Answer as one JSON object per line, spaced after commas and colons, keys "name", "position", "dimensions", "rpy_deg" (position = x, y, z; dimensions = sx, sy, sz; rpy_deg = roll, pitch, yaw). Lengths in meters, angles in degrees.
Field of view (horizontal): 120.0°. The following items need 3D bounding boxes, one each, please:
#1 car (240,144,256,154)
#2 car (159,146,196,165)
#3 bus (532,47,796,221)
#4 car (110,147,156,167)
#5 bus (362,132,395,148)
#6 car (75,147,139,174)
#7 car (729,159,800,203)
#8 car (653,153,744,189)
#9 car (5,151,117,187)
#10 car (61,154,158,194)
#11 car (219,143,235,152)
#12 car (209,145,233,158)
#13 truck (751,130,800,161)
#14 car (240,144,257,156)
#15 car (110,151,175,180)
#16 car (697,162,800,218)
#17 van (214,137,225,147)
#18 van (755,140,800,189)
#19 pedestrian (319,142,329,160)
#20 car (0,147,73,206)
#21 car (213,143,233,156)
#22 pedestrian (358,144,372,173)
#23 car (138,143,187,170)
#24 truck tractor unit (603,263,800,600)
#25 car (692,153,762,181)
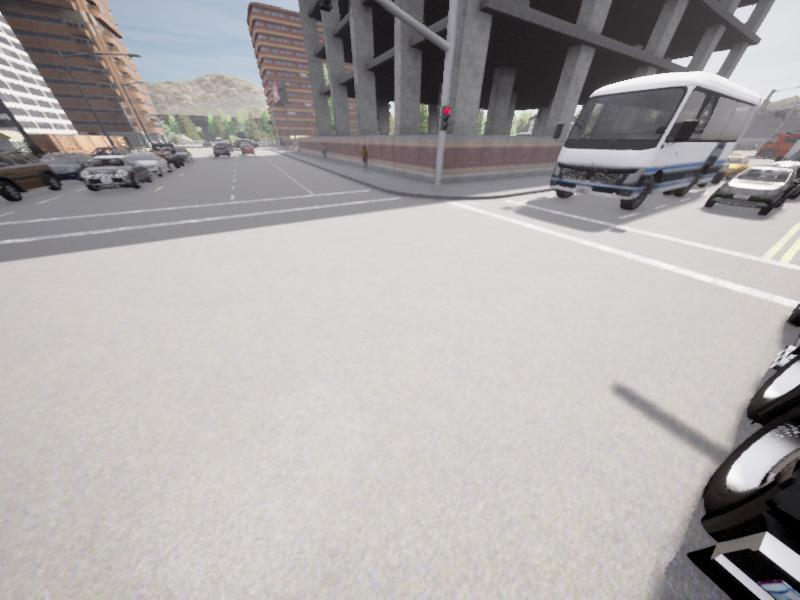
{"name": "car", "position": [-27.682, -27.447, 41.956], "dimensions": [1.970, 1.475, 3.806], "rpy_deg": [-18, 39, -24]}
{"name": "car", "position": [-24.428, -16.074, 25.598], "dimensions": [1.837, 1.490, 4.892], "rpy_deg": [-18, 39, -24]}
{"name": "bus", "position": [11.705, -6.987, 10.483], "dimensions": [10.273, 4.253, 3.944], "rpy_deg": [-18, 39, -24]}
{"name": "car", "position": [-27.102, -14.723, 23.641], "dimensions": [1.816, 1.474, 4.193], "rpy_deg": [-18, 39, -24]}
{"name": "bus", "position": [-6.986, -53.979, 77.945], "dimensions": [10.273, 4.253, 3.944], "rpy_deg": [-18, 39, -24]}
{"name": "car", "position": [-24.057, -11.695, 19.197], "dimensions": [1.851, 1.617, 3.988], "rpy_deg": [-18, 39, -24]}
{"name": "car", "position": [20.145, -6.383, 12.107], "dimensions": [4.902, 1.511, 2.128], "rpy_deg": [-18, 39, -24]}
{"name": "car", "position": [19.306, -8.484, 14.983], "dimensions": [4.611, 1.667, 2.242], "rpy_deg": [-18, 39, -25]}
{"name": "car", "position": [-20.871, -8.429, 14.640], "dimensions": [2.163, 1.488, 4.792], "rpy_deg": [-18, 39, -24]}
{"name": "car", "position": [-15.447, -7.005, 12.650], "dimensions": [1.970, 1.475, 3.806], "rpy_deg": [-18, 39, -24]}
{"name": "car", "position": [-36.081, -31.907, 48.245], "dimensions": [2.007, 1.525, 4.514], "rpy_deg": [-18, 39, -24]}
{"name": "car", "position": [-26.140, -21.856, 33.892], "dimensions": [2.128, 1.511, 4.902], "rpy_deg": [-18, 39, -24]}
{"name": "truck", "position": [60.622, -22.989, 34.372], "dimensions": [2.891, 3.827, 8.468], "rpy_deg": [2, 35, 1]}
{"name": "car", "position": [-24.832, -24.598, 37.817], "dimensions": [1.789, 1.549, 3.705], "rpy_deg": [-18, 39, -24]}
{"name": "car", "position": [-18.278, -9.836, 16.726], "dimensions": [1.812, 1.442, 4.674], "rpy_deg": [-18, 39, -24]}
{"name": "car", "position": [14.584, -4.591, 9.429], "dimensions": [3.705, 1.549, 1.789], "rpy_deg": [-18, 39, -25]}
{"name": "van", "position": [-61.855, -54.338, 79.345], "dimensions": [1.988, 2.561, 5.915], "rpy_deg": [-18, 39, -24]}
{"name": "van", "position": [26.724, -8.903, 15.003], "dimensions": [6.366, 2.431, 2.351], "rpy_deg": [-18, 39, -25]}
{"name": "pedestrian", "position": [-9.101, -17.907, 27.772], "dimensions": [0.751, 1.860, 0.751], "rpy_deg": [-16, 38, -22]}
{"name": "car", "position": [-17.801, -5.536, 10.158], "dimensions": [1.932, 1.855, 4.605], "rpy_deg": [-16, 38, -23]}
{"name": "car", "position": [-29.472, -25.271, 38.671], "dimensions": [2.033, 1.649, 4.856], "rpy_deg": [-18, 39, -24]}
{"name": "pedestrian", "position": [-2.708, -10.975, 17.862], "dimensions": [0.751, 1.860, 0.751], "rpy_deg": [-16, 38, -22]}
{"name": "car", "position": [-21.275, -13.050, 20.930], "dimensions": [1.905, 1.878, 3.866], "rpy_deg": [-18, 39, -24]}
{"name": "truck tractor unit", "position": [5.110, -0.300, 0.796], "dimensions": [6.516, 4.208, 3.053], "rpy_deg": [-18, 39, -24]}
{"name": "car", "position": [25.431, -10.441, 17.947], "dimensions": [5.366, 1.575, 1.801], "rpy_deg": [-18, 39, -24]}
